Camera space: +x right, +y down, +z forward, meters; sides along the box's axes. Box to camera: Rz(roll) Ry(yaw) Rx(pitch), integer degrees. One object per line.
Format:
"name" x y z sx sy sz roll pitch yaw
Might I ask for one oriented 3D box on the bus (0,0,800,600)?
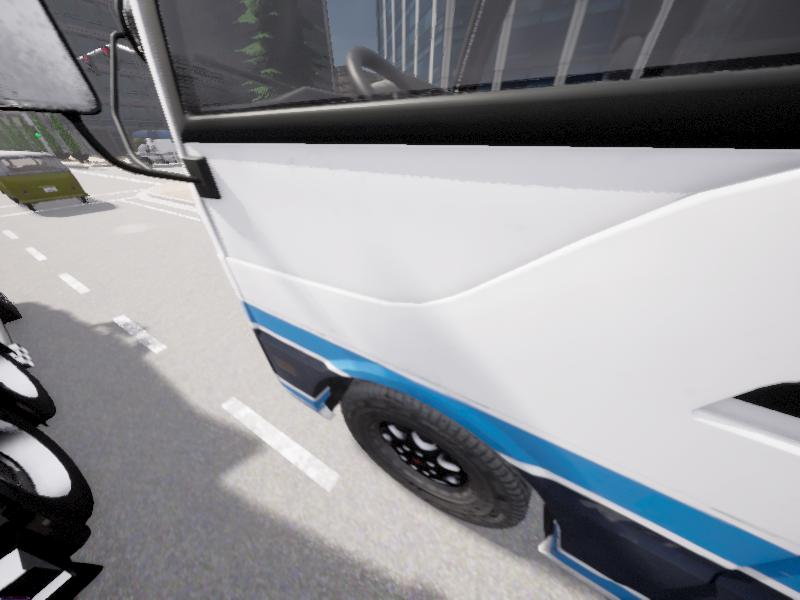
"bus" 3.794 0.025 0.214 10.273 4.253 3.944 17 39 23

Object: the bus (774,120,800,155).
"bus" 60.171 -22.488 31.925 3.944 4.253 10.273 17 39 24

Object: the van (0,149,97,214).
"van" -15.688 -5.162 9.816 4.442 1.987 1.775 17 39 23

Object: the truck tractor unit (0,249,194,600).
"truck tractor unit" -5.087 -0.323 0.817 6.516 4.208 3.053 19 39 25
